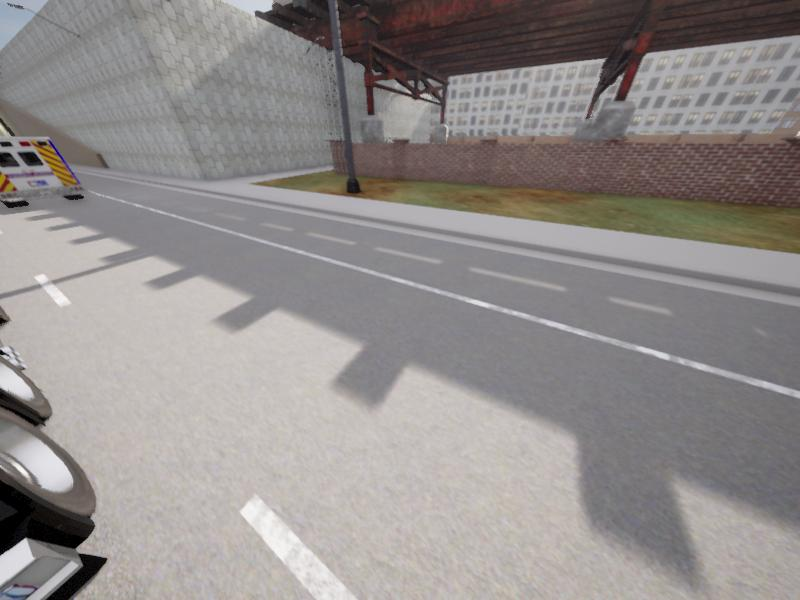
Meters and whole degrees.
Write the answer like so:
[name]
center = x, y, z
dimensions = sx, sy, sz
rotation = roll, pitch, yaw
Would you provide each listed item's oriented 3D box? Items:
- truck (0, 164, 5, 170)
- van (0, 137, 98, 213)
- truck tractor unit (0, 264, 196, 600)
[truck]
center = -44.116, -15.180, 22.852
dimensions = 8.468, 3.827, 2.891
rotation = 18, 39, 24
[van]
center = -17.255, -5.841, 10.420
dimensions = 6.366, 2.431, 2.351
rotation = 18, 39, 24
[truck tractor unit]
center = -5.111, -0.301, 0.788
dimensions = 6.516, 4.208, 3.053
rotation = 18, 39, 24
